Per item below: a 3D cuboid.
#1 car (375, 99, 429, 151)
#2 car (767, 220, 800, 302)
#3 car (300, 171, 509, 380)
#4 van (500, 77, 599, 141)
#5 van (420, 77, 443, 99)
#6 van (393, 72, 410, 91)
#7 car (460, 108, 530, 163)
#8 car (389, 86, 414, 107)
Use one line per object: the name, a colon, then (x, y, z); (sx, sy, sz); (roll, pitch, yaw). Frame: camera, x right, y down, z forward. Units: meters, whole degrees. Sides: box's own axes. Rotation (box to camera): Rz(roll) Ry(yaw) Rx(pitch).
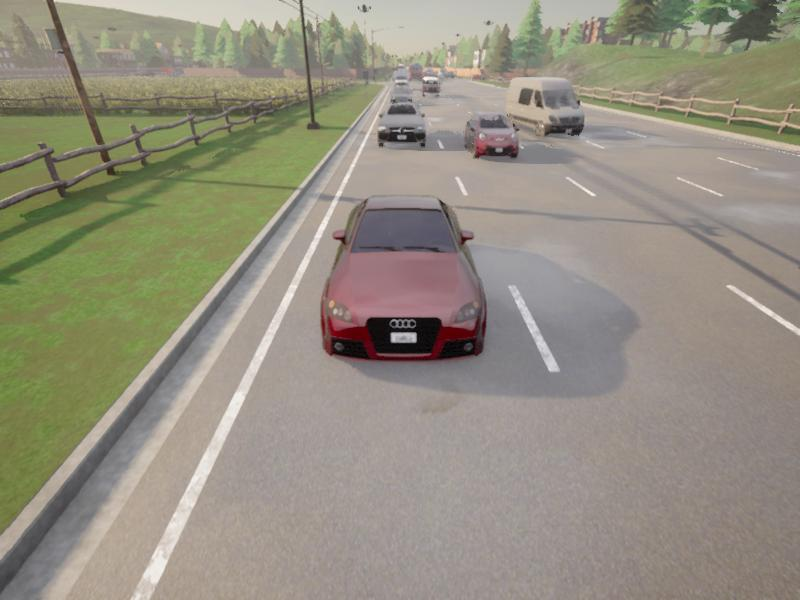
car: (0.083, -8.232, 18.547); (2.152, 1.651, 5.027); (0, 30, 0)
car: (7.038, 0.453, 3.891); (2.033, 1.411, 5.357); (0, 30, 0)
car: (0.046, -0.747, 5.962); (1.994, 1.385, 4.181); (0, 30, 0)
van: (7.527, -10.263, 21.142); (1.988, 2.561, 5.915); (-5, 30, -8)
van: (3.501, -23.858, 44.949); (2.069, 2.038, 4.480); (0, 30, -1)
van: (0.194, -32.499, 59.377); (2.351, 2.431, 6.366); (0, 30, 0)
car: (3.573, -6.584, 15.819); (1.845, 1.501, 3.633); (0, 30, 0)
car: (0.132, -18.532, 36.358); (2.163, 1.488, 4.792); (0, 30, 0)
